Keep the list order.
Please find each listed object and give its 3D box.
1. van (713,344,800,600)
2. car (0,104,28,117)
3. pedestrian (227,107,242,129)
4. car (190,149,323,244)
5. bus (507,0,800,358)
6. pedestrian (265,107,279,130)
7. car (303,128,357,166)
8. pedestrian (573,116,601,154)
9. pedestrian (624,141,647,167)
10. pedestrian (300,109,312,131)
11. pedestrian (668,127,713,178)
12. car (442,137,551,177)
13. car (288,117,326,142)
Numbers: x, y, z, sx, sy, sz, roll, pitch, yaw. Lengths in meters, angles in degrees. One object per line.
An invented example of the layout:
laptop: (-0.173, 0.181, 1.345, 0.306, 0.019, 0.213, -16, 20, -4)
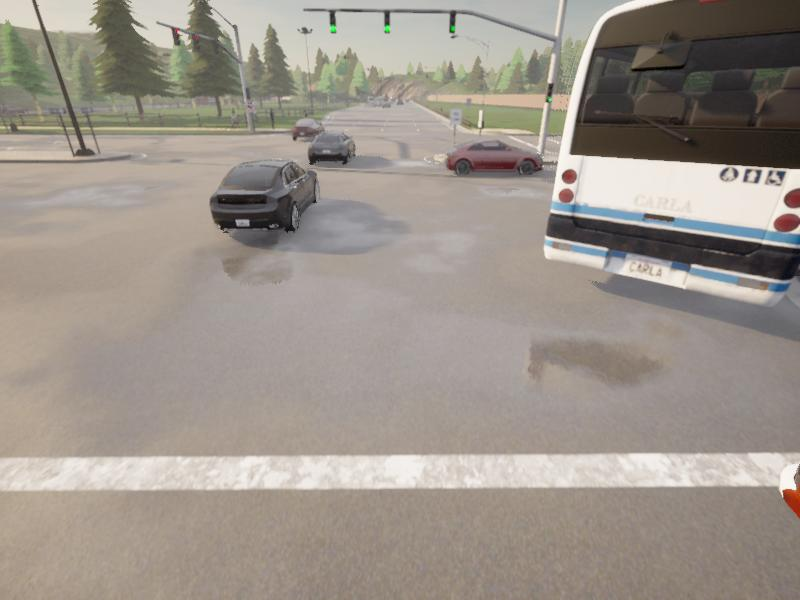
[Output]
van: (3.589, 1.826, 0.847, 2.069, 2.038, 4.480, 1, 27, 1)
car: (-61.144, -29.449, 62.184, 2.033, 1.649, 4.856, 0, 27, 0)
pedestrian: (-15.435, -16.961, 37.296, 0.751, 1.860, 0.751, 2, 27, 4)
car: (-3.492, -3.033, 10.920, 1.837, 1.490, 4.892, 0, 27, 0)
bus: (6.768, -3.514, 8.875, 3.944, 4.253, 10.273, 20, 33, 35)
pedestrian: (-11.817, -16.828, 37.046, 0.751, 1.860, 0.751, 2, 27, 3)
car: (-3.486, -7.997, 20.752, 1.994, 1.385, 4.181, 0, 27, 0)
pedestrian: (10.118, -8.940, 21.701, 0.751, 1.860, 0.751, -1, 27, -1)
pedestrian: (11.033, -6.847, 18.784, 0.500, 1.100, 0.500, -4, 27, -8)
pedestrian: (-8.813, -16.863, 37.460, 0.751, 1.860, 0.751, 2, 27, 4)
pedestrian: (11.865, -6.045, 16.388, 0.751, 1.860, 0.751, 1, 27, 1)
car: (4.027, -6.249, 17.360, 4.181, 1.385, 1.994, 0, 27, 0)
car: (-6.985, -13.034, 30.496, 1.812, 1.442, 4.674, 0, 27, 0)
